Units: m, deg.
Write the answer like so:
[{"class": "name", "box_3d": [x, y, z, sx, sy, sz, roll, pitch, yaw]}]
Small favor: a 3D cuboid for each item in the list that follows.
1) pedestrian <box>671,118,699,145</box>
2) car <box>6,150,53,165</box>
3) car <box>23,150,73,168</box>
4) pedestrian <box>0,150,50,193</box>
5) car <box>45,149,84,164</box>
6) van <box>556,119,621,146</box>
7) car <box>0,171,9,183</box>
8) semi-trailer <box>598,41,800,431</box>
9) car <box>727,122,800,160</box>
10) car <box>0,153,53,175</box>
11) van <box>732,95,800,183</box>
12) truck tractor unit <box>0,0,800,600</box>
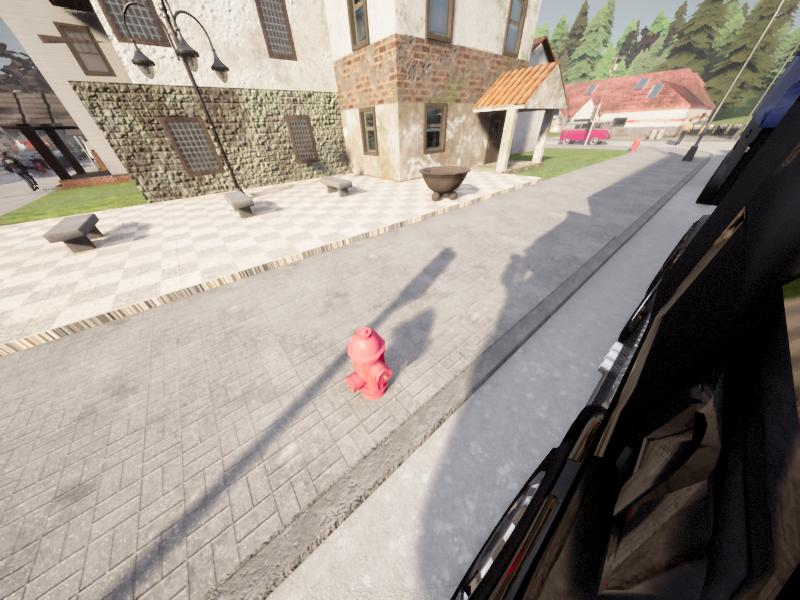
[{"class": "pedestrian", "box_3d": [24.445, -14.443, 19.836, 0.751, 1.860, 0.751, -31, 45, -32]}, {"class": "car", "box_3d": [-52.100, -20.175, 32.612, 2.163, 1.488, 4.792, -28, 43, -29]}, {"class": "car", "box_3d": [-42.314, -17.088, 27.951, 2.033, 1.411, 5.357, -28, 44, -30]}, {"class": "pedestrian", "box_3d": [-20.086, -6.812, 12.226, 0.751, 1.860, 0.751, -27, 43, -28]}, {"class": "car", "box_3d": [-46.866, -20.230, 32.393, 1.812, 1.442, 4.674, -27, 43, -29]}, {"class": "van", "box_3d": [19.197, -17.160, 23.730, 1.775, 1.987, 4.442, -28, 43, -30]}, {"class": "car", "box_3d": [-29.845, -8.482, 15.559, 2.038, 1.542, 4.974, -28, 44, -30]}, {"class": "semi-trailer", "box_3d": [8.682, -3.616, 4.243, 14.254, 4.402, 2.717, -28, 44, -30]}, {"class": "car", "box_3d": [21.443, -9.330, 13.484, 1.789, 1.549, 3.705, 25, 45, 32]}, {"class": "car", "box_3d": [-37.290, -13.590, 22.983, 1.994, 1.385, 4.181, -28, 44, -30]}, {"class": "van", "box_3d": [16.590, -6.753, 9.528, 5.915, 2.561, 1.988, -26, 43, -28]}, {"class": "truck tractor unit", "box_3d": [2.645, -0.295, 0.351, 6.516, 4.208, 3.053, -28, 44, -30]}]
